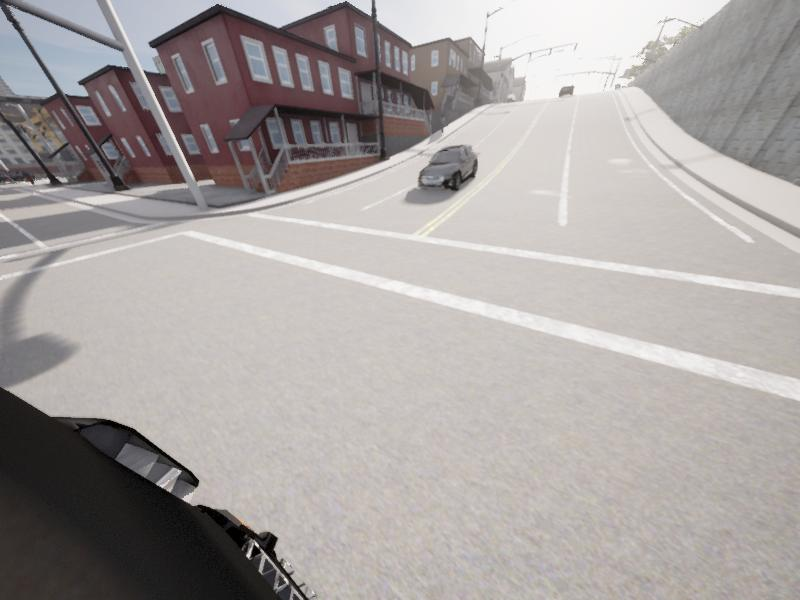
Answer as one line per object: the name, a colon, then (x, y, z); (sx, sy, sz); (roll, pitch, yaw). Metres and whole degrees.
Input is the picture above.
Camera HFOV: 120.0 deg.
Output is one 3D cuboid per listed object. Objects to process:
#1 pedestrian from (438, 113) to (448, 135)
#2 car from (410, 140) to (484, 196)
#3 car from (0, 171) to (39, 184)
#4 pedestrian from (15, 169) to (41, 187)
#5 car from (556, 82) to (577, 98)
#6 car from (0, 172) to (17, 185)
pedestrian: (4.630, -19.065, 25.068); (0.751, 1.860, 0.751); (15, 38, 25)
car: (2.604, -6.947, 11.947); (2.033, 1.649, 4.856); (16, 43, 26)
car: (-61.917, -19.364, 36.547); (1.837, 1.490, 4.892); (16, 38, 26)
pedestrian: (-44.960, -14.778, 27.954); (0.751, 1.860, 0.751); (15, 38, 25)
car: (25.914, -32.627, 35.965); (2.128, 1.511, 4.902); (15, 42, 26)
car: (-59.842, -17.577, 33.648); (1.789, 1.549, 3.705); (16, 37, 26)
